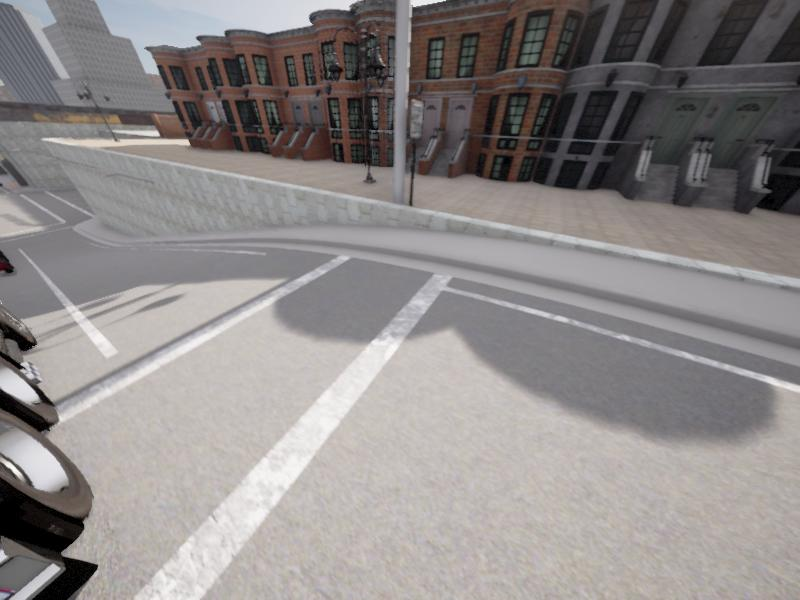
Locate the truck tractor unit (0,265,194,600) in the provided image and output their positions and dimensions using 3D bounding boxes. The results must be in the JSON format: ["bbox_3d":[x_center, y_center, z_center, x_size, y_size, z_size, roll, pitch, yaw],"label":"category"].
[{"bbox_3d":[-5.207,-0.140,0.956,6.516,4.208,3.053,12,36,28],"label":"truck tractor unit"}]
